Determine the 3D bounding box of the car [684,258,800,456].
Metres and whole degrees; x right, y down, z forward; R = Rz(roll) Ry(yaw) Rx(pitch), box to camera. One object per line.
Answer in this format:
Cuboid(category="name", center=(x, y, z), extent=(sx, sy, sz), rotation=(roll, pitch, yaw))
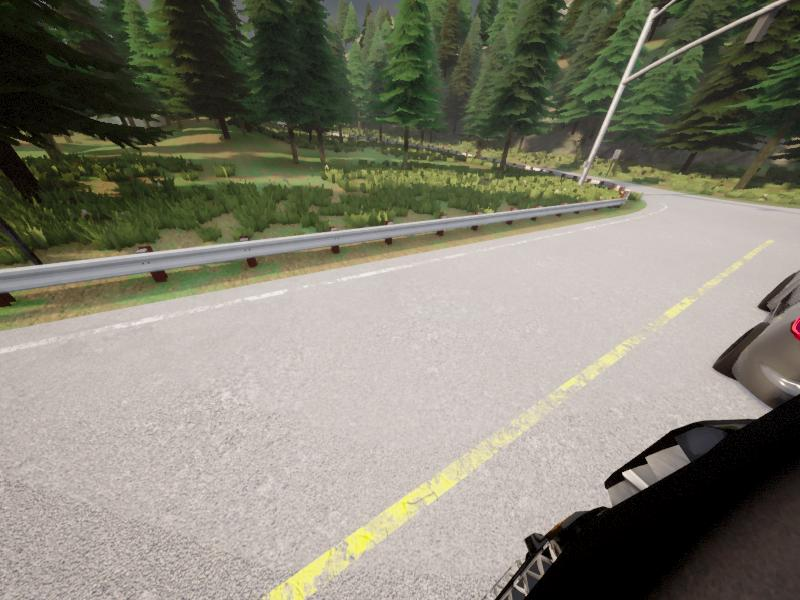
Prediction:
Cuboid(category="car", center=(5.831, 0.331, 2.378), extent=(4.611, 1.667, 2.242), rotation=(-16, 38, -26))
